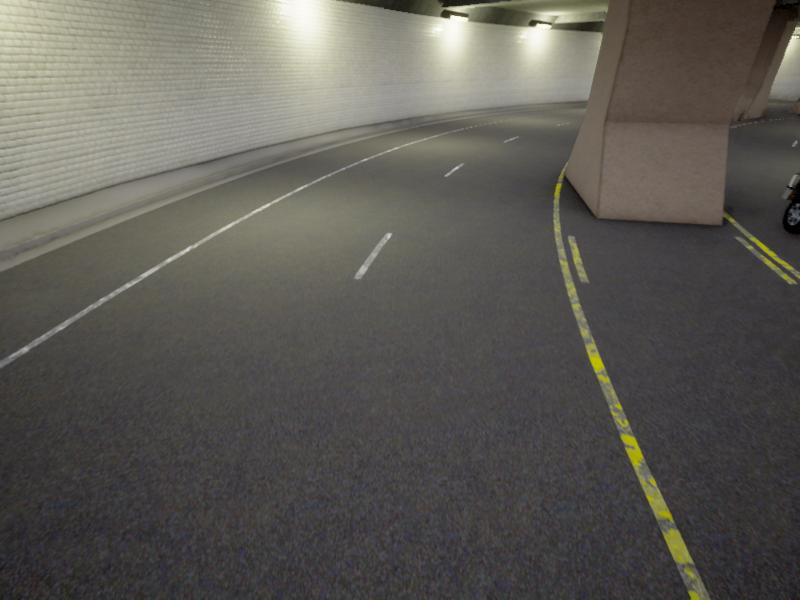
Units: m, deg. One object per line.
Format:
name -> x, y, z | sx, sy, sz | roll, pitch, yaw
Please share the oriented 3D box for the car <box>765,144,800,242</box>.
car -> 8.645, -1.387, 6.500 | 1.932, 1.855, 4.605 | 7, 31, 13
